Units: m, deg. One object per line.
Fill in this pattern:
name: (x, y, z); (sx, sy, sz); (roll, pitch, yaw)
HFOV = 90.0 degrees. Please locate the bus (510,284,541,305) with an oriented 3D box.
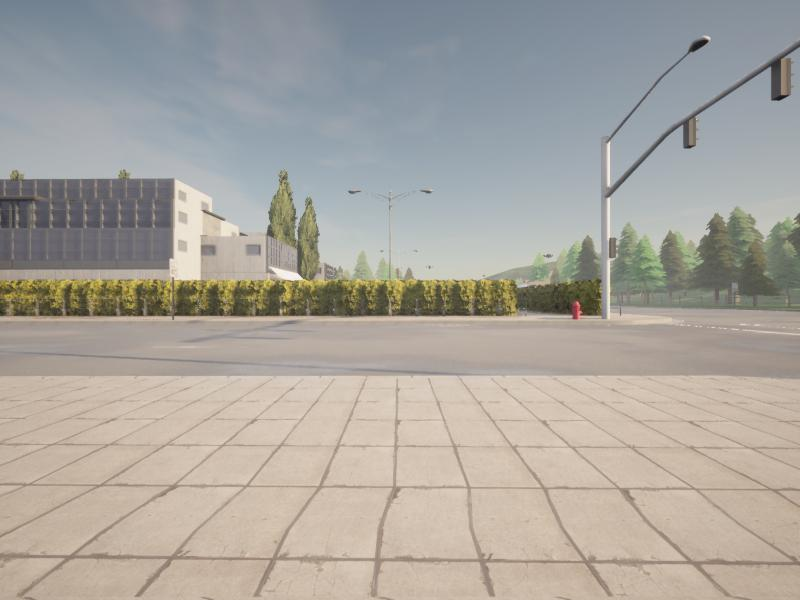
bus: (27.528, -1.162, 88.480); (3.944, 4.253, 10.273); (0, 0, 1)
